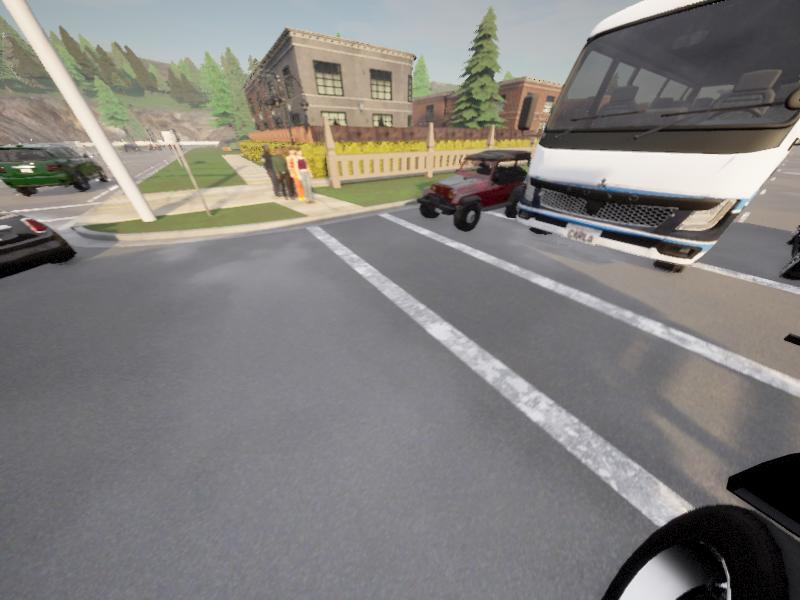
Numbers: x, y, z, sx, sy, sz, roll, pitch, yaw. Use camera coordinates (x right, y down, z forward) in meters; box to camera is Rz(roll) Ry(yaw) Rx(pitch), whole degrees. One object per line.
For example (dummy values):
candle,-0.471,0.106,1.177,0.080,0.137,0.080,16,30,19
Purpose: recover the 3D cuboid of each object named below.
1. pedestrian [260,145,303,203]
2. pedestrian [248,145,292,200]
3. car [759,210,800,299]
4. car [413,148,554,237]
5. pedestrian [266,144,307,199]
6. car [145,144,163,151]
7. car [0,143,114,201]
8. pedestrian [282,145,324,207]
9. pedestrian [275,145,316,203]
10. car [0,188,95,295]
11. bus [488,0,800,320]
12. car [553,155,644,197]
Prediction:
pedestrian,-4.503,-4.823,8.866,0.751,1.860,0.751,29,45,35
pedestrian,-5.177,-5.145,9.328,0.751,1.860,0.751,13,37,18
car,9.088,-1.146,4.145,4.902,1.511,2.128,-22,41,-28
car,2.540,-3.603,7.349,3.866,1.878,1.905,-22,40,-26
pedestrian,-4.547,-5.189,9.385,0.751,1.860,0.751,7,36,10
car,-55.390,-34.459,52.117,1.895,1.301,4.718,-21,40,-27
car,-18.117,-6.979,12.186,2.150,2.045,5.566,-21,40,-27
pedestrian,-3.475,-4.491,8.386,0.751,1.860,0.751,30,45,35
pedestrian,-3.950,-4.811,8.844,0.751,1.860,0.751,25,42,31
car,-8.952,-1.058,4.204,3.806,1.475,1.970,3,35,5
bus,7.651,-4.077,5.936,10.273,4.253,3.944,-22,41,-28
car,10.120,-6.451,11.784,4.181,1.385,1.994,-23,41,-28
